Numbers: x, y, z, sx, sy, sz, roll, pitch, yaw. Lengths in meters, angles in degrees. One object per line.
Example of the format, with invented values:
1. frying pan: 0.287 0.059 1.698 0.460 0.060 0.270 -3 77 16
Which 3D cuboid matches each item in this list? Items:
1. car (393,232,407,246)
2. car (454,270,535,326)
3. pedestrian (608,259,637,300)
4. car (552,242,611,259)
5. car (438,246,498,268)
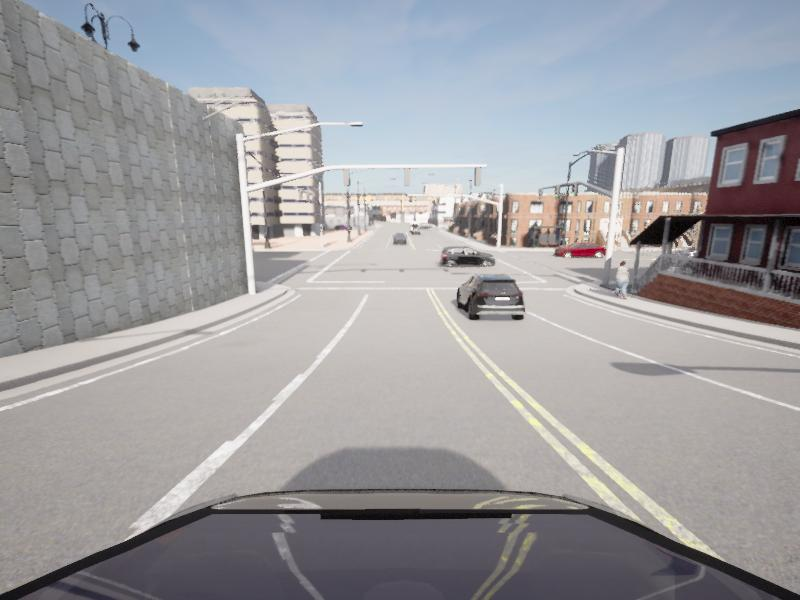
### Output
1. car: -0.036 -8.965 58.415 1.930 1.638 5.238 0 12 0
2. car: 3.488 -0.255 15.846 2.033 1.649 4.856 0 7 0
3. pedestrian: 10.592 -1.003 19.090 0.751 1.860 0.751 1 12 4
4. car: 18.253 -5.043 40.420 5.008 1.535 1.882 -1 12 0
5. car: 5.617 -3.649 33.610 4.611 1.667 2.242 0 12 0
